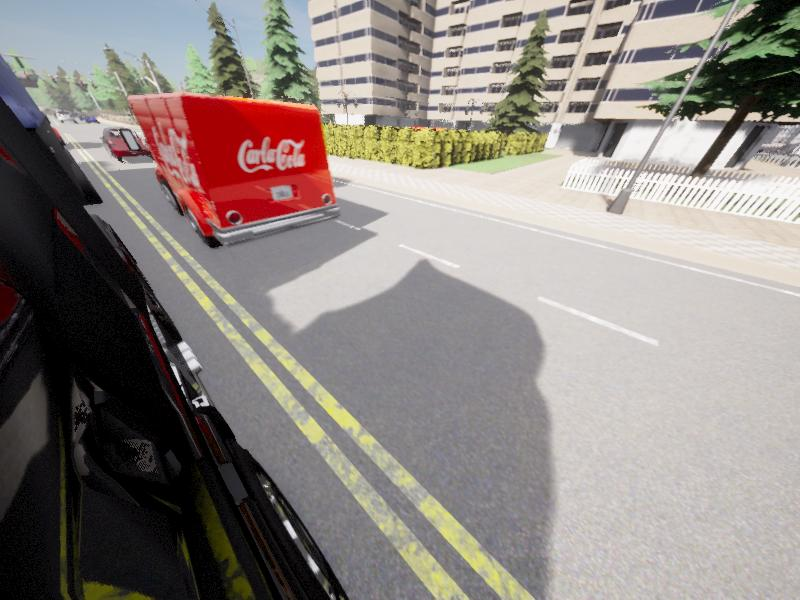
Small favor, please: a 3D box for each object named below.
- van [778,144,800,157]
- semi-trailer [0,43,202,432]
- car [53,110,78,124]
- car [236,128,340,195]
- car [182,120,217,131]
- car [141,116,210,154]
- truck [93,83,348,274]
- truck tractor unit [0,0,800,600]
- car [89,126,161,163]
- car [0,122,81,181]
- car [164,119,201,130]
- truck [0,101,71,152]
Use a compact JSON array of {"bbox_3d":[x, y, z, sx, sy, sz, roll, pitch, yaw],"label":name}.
[{"bbox_3d":[93.026,-35.059,54.144,2.351,2.431,6.366,28,44,30],"label":"van"},{"bbox_3d":[-8.697,-3.615,4.216,14.254,4.402,2.717,28,44,30],"label":"semi-trailer"},{"bbox_3d":[-70.119,-38.383,48.401,5.566,2.045,2.150,28,44,30],"label":"car"},{"bbox_3d":[-4.607,-5.893,9.603,3.866,1.878,1.905,28,44,30],"label":"car"},{"bbox_3d":[-38.864,-33.907,44.894,2.007,1.525,4.514,28,44,30],"label":"car"},{"bbox_3d":[-17.312,-12.780,17.797,5.566,2.045,2.150,28,44,30],"label":"car"},{"bbox_3d":[-4.080,-3.096,5.443,5.204,2.467,2.627,28,44,30],"label":"truck"},{"bbox_3d":[-2.645,-0.295,0.351,6.516,4.208,3.053,28,44,30],"label":"truck tractor unit"},{"bbox_3d":[-15.987,-9.105,13.437,3.633,1.501,1.845,28,44,30],"label":"car"},{"bbox_3d":[-15.844,-6.329,9.649,4.611,1.667,2.242,28,44,30],"label":"car"},{"bbox_3d":[-42.719,-34.514,45.491,2.163,1.488,4.792,28,44,30],"label":"car"},{"bbox_3d":[-25.367,-11.774,15.594,5.204,2.467,2.627,28,44,30],"label":"truck"}]
